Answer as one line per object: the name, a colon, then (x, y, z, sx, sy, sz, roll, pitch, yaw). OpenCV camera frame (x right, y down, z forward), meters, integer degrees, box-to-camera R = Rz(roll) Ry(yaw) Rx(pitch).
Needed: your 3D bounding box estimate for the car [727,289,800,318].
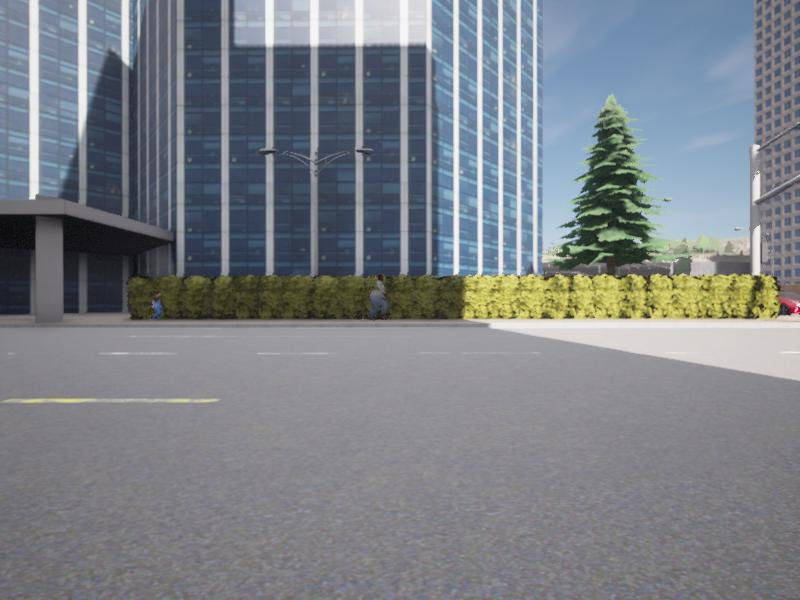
car: (22.069, 0.199, 23.509, 2.007, 1.525, 4.514, 0, 0, 0)

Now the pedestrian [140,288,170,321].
pedestrian: (-9.913, 0.180, 16.236, 0.751, 1.300, 0.751, 0, 0, 1)

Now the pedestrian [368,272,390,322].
pedestrian: (-0.808, -0.113, 15.577, 0.751, 1.860, 0.751, 0, 0, 5)
